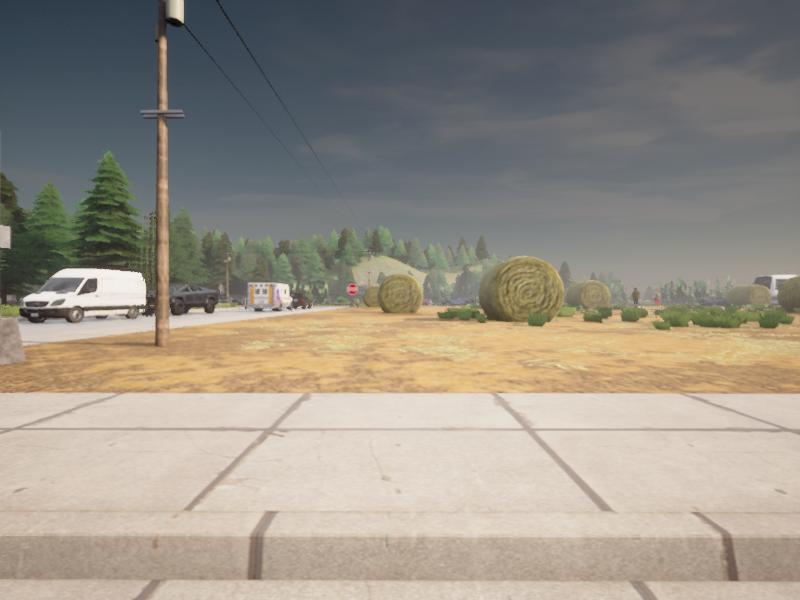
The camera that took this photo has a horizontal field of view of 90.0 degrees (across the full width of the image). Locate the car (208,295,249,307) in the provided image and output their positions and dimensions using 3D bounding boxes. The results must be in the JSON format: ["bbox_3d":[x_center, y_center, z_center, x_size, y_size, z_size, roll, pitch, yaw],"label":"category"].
[{"bbox_3d":[-24.795,0.177,57.916,5.238,1.638,1.930,0,0,4],"label":"car"}]

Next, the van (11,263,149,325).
[{"bbox_3d":[-15.267,-0.243,19.726,1.988,2.561,5.915,0,0,1],"label":"van"}]

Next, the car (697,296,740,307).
[{"bbox_3d":[42.272,0.239,53.120,4.193,1.474,1.816,0,0,4],"label":"car"}]

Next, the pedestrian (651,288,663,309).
[{"bbox_3d":[23.031,-0.124,35.855,0.751,1.860,0.751,0,0,-44],"label":"pedestrian"}]

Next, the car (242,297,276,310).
[{"bbox_3d":[-14.812,0.380,42.294,1.895,1.301,4.718,0,0,1],"label":"car"}]

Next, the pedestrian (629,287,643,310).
[{"bbox_3d":[18.788,-0.122,31.824,0.751,1.860,0.751,0,0,-39],"label":"pedestrian"}]

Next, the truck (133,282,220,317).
[{"bbox_3d":[-15.068,-0.023,27.602,2.390,2.098,6.274,0,0,2],"label":"truck"}]

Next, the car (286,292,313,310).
[{"bbox_3d":[-11.190,0.083,44.840,1.905,1.878,3.866,0,0,1],"label":"car"}]

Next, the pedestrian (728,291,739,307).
[{"bbox_3d":[40.022,-0.130,48.008,0.751,1.860,0.751,0,0,8],"label":"pedestrian"}]

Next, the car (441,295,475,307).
[{"bbox_3d":[8.507,0.173,59.041,4.856,1.649,2.033,0,0,4],"label":"car"}]

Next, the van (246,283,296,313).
[{"bbox_3d":[-11.392,-0.188,35.915,2.351,2.431,6.366,0,0,1],"label":"van"}]

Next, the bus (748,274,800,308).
[{"bbox_3d":[52.733,-1.156,52.491,10.273,4.253,3.944,0,0,4],"label":"bus"}]
